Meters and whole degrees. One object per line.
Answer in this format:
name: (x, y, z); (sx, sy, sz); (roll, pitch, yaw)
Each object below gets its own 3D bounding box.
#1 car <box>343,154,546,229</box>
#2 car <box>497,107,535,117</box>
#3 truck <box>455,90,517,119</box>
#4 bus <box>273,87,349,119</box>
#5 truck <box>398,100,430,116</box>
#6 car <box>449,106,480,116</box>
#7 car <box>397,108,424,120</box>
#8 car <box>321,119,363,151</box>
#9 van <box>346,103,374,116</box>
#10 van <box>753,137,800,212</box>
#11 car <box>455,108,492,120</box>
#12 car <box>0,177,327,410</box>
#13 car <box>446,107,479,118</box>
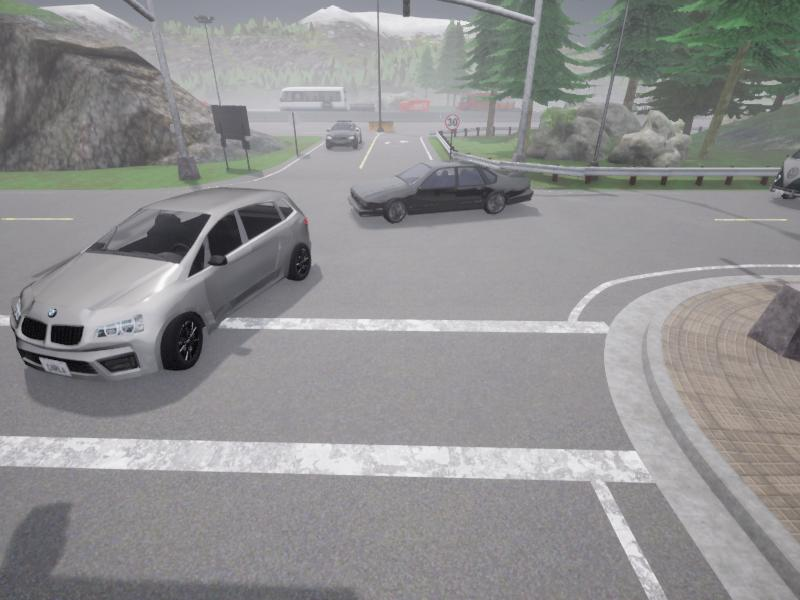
car: (1.213, -3.289, 11.674); (5.357, 1.411, 2.033); (-8, 28, -15)
car: (18.656, -30.291, 64.538); (5.357, 1.411, 2.033); (0, 27, 0)
truck: (12.967, -29.774, 60.877); (8.468, 3.827, 2.891); (0, 27, 0)
bus: (-13.245, -29.915, 60.682); (10.273, 4.253, 3.944); (0, 27, 0)
truck: (2.318, -32.366, 67.416); (5.204, 2.467, 2.627); (0, 27, 0)
car: (10.819, -31.932, 67.633); (4.892, 1.490, 1.837); (0, 27, 0)
car: (1.505, -27.129, 58.301); (3.806, 1.475, 1.970); (0, 27, 0)
car: (-3.622, -10.813, 26.020); (2.038, 1.542, 4.974); (0, 27, 0)
van: (-6.672, -32.153, 67.532); (4.442, 1.987, 1.775); (0, 27, 0)
van: (14.464, -3.986, 12.639); (4.442, 1.987, 1.775); (0, 27, 0)
car: (10.686, -27.136, 58.293); (4.892, 1.490, 1.837); (0, 27, 0)
car: (-3.210, -0.663, 6.195); (2.242, 1.667, 4.611); (7, 26, 14)
car: (10.037, -30.308, 64.533); (4.902, 1.511, 2.128); (0, 27, 0)
